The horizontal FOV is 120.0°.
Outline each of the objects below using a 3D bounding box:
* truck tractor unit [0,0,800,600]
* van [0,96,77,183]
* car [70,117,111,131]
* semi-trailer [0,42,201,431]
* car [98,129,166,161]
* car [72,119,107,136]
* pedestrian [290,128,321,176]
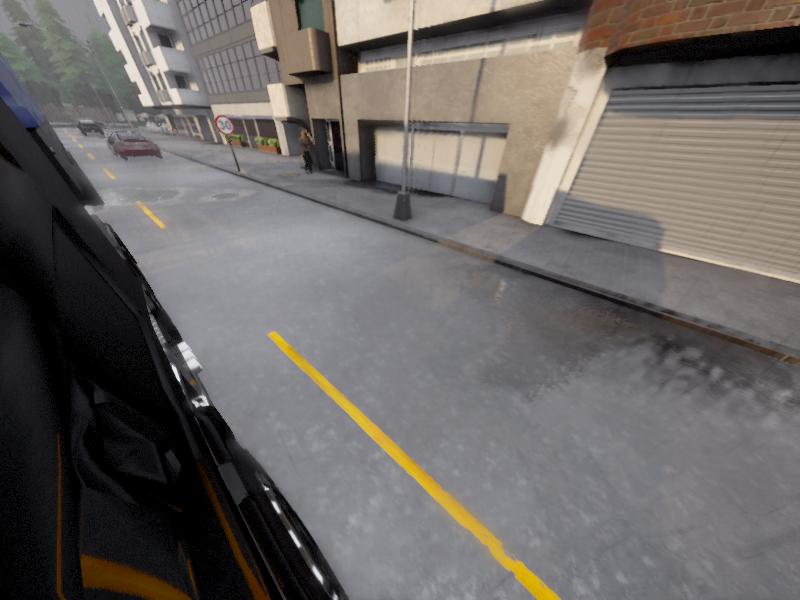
[{"bbox_3d":[-2.645,-0.295,0.351,6.516,4.208,3.053,28,44,30],"label":"truck tractor unit"},{"bbox_3d":[-16.538,-7.005,9.884,5.915,2.561,1.988,28,44,30],"label":"van"},{"bbox_3d":[-50.529,-28.902,37.871,2.152,1.651,5.027,-17,41,-23],"label":"car"},{"bbox_3d":[-8.697,-3.599,4.238,14.254,4.402,2.717,28,44,30],"label":"semi-trailer"},{"bbox_3d":[-17.346,-10.081,14.934,4.181,1.385,1.994,28,44,30],"label":"car"},{"bbox_3d":[-39.090,-21.715,29.058,4.892,1.490,1.837,28,44,30],"label":"car"},{"bbox_3d":[-4.477,-7.038,11.038,0.751,1.860,0.751,30,44,31],"label":"pedestrian"}]
